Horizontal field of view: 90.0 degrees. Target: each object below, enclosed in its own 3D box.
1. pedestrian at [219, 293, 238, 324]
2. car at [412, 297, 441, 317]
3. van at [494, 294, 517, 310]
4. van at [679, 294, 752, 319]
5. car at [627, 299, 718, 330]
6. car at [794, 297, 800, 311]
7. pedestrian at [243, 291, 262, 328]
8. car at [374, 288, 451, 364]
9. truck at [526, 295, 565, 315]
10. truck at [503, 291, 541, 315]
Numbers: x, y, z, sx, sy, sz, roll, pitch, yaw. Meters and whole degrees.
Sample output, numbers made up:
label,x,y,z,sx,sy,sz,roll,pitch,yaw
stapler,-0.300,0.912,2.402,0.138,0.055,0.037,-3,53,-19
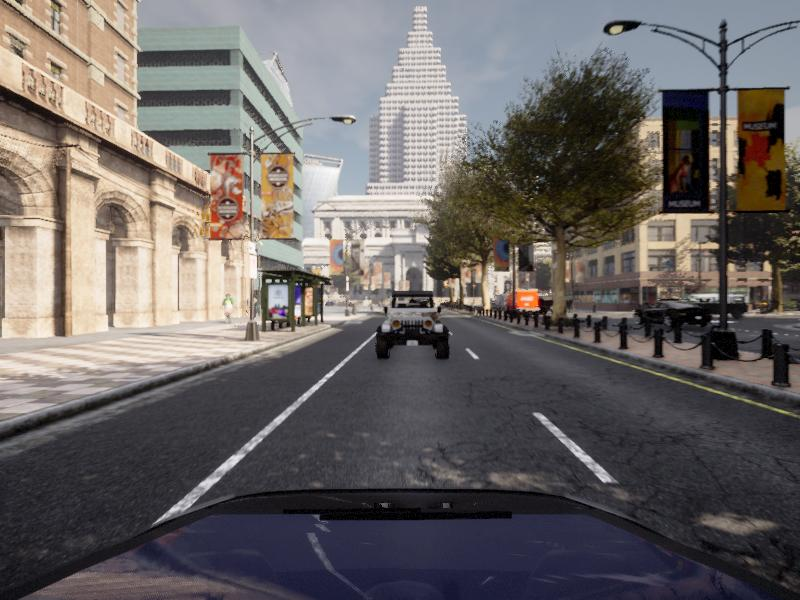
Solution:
label,x,y,z,sx,sy,sz,roll,pitch,yaw
pedestrian,-10.272,0.494,23.987,0.751,1.860,0.751,0,0,8
car,2.514,0.641,39.520,1.932,1.855,4.605,0,0,-8
van,17.223,0.343,65.809,2.351,2.431,6.366,0,0,2
van,26.565,0.529,33.820,4.480,2.038,2.069,0,0,5
car,15.793,0.745,23.606,1.930,1.638,5.238,0,0,2
car,54.795,0.564,52.420,1.932,1.855,4.605,0,0,2
pedestrian,-7.556,0.491,20.532,0.751,1.860,0.751,0,0,-7
car,0.376,0.642,11.879,1.905,1.878,3.866,0,0,2
truck,16.577,0.511,46.113,2.390,2.098,6.274,0,0,2
truck,12.970,0.331,43.051,2.627,2.467,5.204,0,0,2
